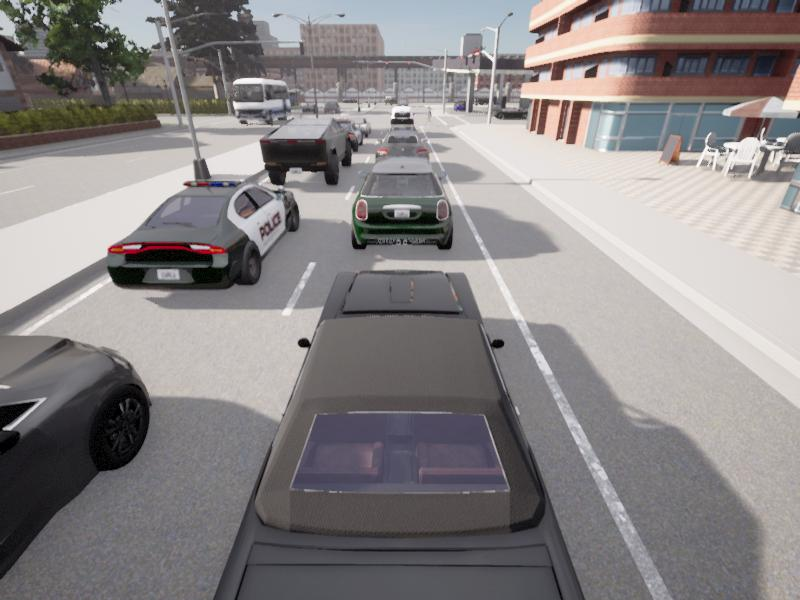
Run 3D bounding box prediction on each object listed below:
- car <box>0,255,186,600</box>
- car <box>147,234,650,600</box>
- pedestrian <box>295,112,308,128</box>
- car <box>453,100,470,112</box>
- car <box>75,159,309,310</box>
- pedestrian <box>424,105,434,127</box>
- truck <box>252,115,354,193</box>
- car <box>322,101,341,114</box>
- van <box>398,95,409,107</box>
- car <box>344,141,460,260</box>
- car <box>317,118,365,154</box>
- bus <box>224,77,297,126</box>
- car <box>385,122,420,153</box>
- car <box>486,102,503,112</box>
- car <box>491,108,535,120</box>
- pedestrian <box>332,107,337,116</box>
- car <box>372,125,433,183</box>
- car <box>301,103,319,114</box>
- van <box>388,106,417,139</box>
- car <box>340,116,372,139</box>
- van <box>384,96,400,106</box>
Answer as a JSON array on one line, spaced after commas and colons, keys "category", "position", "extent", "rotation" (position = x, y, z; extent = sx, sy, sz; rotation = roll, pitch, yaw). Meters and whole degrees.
[{"category": "car", "position": [-3.507, 1.393, 2.011], "extent": [2.242, 1.667, 4.611], "rotation": [0, 27, 0]}, {"category": "car", "position": [0.007, 0.767, 3.621], "extent": [1.895, 1.301, 4.718], "rotation": [0, 27, 0]}, {"category": "pedestrian", "position": [-9.383, -17.157, 38.072], "extent": [0.751, 1.300, 0.751], "rotation": [11, 30, 21]}, {"category": "car", "position": [10.243, -32.460, 66.924], "extent": [2.242, 1.667, 4.611], "rotation": [0, 27, 1]}, {"category": "car", "position": [-3.457, -1.683, 8.083], "extent": [2.038, 1.542, 4.974], "rotation": [0, 27, 0]}, {"category": "pedestrian", "position": [2.793, -17.536, 38.191], "extent": [0.751, 1.860, 0.751], "rotation": [7, 28, 13]}, {"category": "truck", "position": [-3.393, -5.968, 15.717], "extent": [2.390, 2.098, 6.274], "rotation": [0, 27, 0]}, {"category": "car", "position": [-10.987, -31.193, 64.615], "extent": [2.097, 1.767, 4.553], "rotation": [0, 27, 0]}, {"category": "van", "position": [0.740, -45.535, 91.520], "extent": [2.351, 2.431, 6.366], "rotation": [0, 27, 0]}, {"category": "car", "position": [0.056, -2.634, 9.628], "extent": [2.097, 1.767, 4.553], "rotation": [0, 27, 0]}, {"category": "car", "position": [-3.326, -9.771, 23.651], "extent": [2.038, 1.542, 4.974], "rotation": [0, 27, 0]}, {"category": "bus", "position": [-14.541, -21.411, 43.116], "extent": [3.944, 4.253, 10.273], "rotation": [0, 27, 0]}, {"category": "car", "position": [0.175, -9.832, 24.026], "extent": [1.895, 1.301, 4.718], "rotation": [0, 27, 0]}, {"category": "car", "position": [15.993, -32.650, 67.637], "extent": [1.970, 1.475, 3.806], "rotation": [0, 27, 1]}, {"category": "car", "position": [13.814, -22.879, 49.142], "extent": [4.718, 1.301, 1.895], "rotation": [0, 27, 0]}, {"category": "pedestrian", "position": [-9.210, -26.335, 55.960], "extent": [0.500, 1.100, 0.500], "rotation": [3, 28, 5]}, {"category": "car", "position": [0.112, -6.249, 16.773], "extent": [2.152, 1.651, 5.027], "rotation": [0, 27, 0]}, {"category": "car", "position": [-14.488, -30.975, 64.627], "extent": [1.994, 1.385, 4.181], "rotation": [0, 27, 0]}, {"category": "van", "position": [0.185, -13.711, 30.686], "extent": [2.069, 2.038, 4.480], "rotation": [0, 27, 0]}, {"category": "car", "position": [-3.269, -13.336, 30.771], "extent": [1.895, 1.301, 4.718], "rotation": [0, 27, 0]}, {"category": "van", "position": [-1.991, -50.601, 101.709], "extent": [2.069, 2.038, 4.480], "rotation": [14, 31, 25]}]
